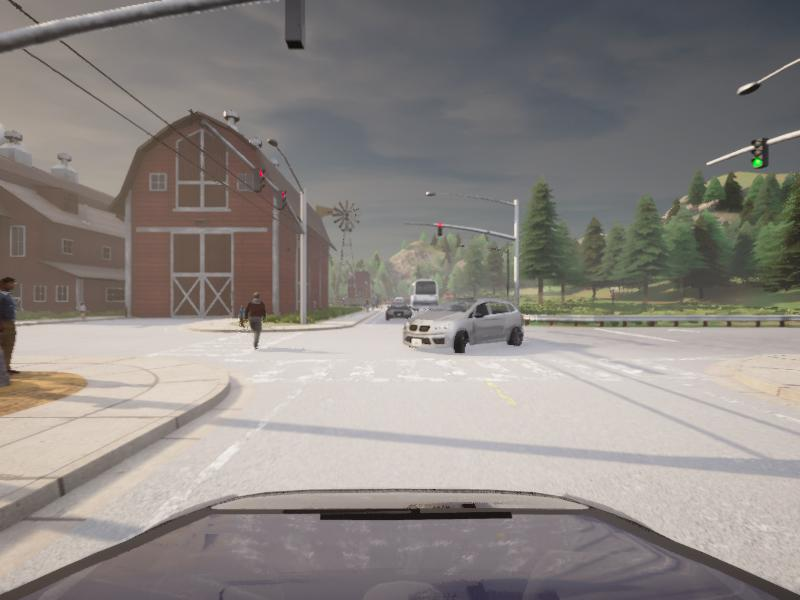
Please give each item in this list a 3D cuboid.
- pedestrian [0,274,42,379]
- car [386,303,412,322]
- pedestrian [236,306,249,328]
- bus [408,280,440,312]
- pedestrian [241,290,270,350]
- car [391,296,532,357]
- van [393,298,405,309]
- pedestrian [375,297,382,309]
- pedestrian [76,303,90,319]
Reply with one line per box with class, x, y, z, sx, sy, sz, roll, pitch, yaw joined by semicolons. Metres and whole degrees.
pedestrian;-7.291;0.463;7.418;0.751;1.860;0.751;0;0;-20
car;-0.081;0.914;31.870;1.994;1.385;4.181;0;0;0
pedestrian;-7.931;0.842;20.103;0.500;1.100;0.500;0;0;-34
bus;3.246;-0.522;57.075;3.944;4.253;10.273;0;0;0
pedestrian;-4.603;0.615;12.801;0.751;1.860;0.751;0;0;-9
car;2.188;0.749;13.359;4.611;1.667;2.242;0;0;-42
van;-0.164;0.588;72.746;2.069;2.038;4.480;0;0;0
pedestrian;-3.640;0.498;67.563;0.751;1.860;0.751;0;0;-37
pedestrian;-21.408;0.724;27.007;0.500;1.100;0.500;0;0;12
